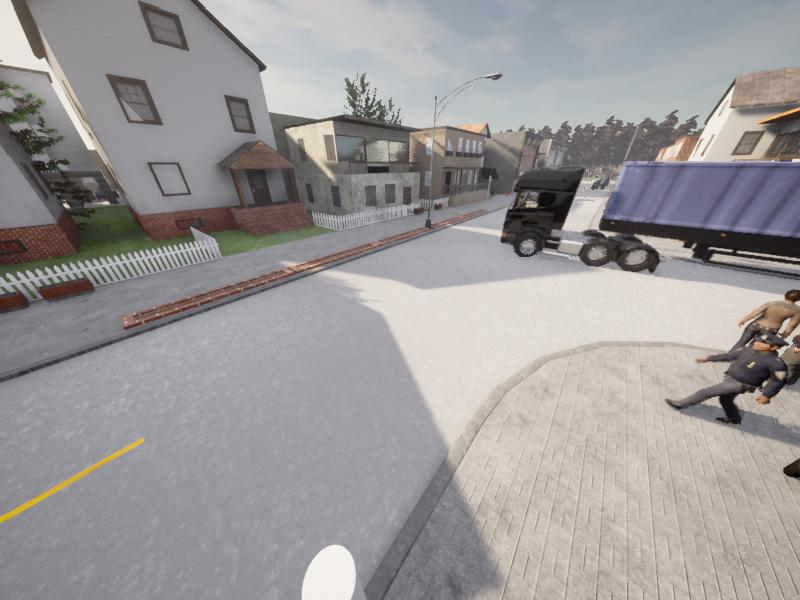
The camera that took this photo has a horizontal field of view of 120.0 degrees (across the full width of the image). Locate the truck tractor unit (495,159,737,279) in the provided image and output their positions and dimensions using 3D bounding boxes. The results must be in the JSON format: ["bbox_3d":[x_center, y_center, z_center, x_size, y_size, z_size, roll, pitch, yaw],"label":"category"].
[{"bbox_3d":[8.552,-4.103,10.880,6.516,4.208,3.053,14,33,23],"label":"truck tractor unit"}]

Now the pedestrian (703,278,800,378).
[{"bbox_3d":[7.647,0.595,4.860,0.751,1.860,0.751,-16,34,-26],"label":"pedestrian"}]

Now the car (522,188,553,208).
[{"bbox_3d":[16.653,-12.450,27.928,1.930,1.638,5.238,22,37,33],"label":"car"}]

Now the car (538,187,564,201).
[{"bbox_3d":[21.579,-15.203,32.970,1.994,1.385,4.181,23,37,34],"label":"car"}]

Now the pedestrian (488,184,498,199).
[{"bbox_3d":[12.736,-14.797,31.518,0.751,1.860,0.751,21,36,32],"label":"pedestrian"}]

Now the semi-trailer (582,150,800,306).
[{"bbox_3d":[14.989,-1.906,6.884,14.254,4.402,2.717,21,36,32],"label":"semi-trailer"}]

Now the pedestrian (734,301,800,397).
[{"bbox_3d":[7.797,0.896,4.339,0.751,1.860,0.751,3,30,6],"label":"pedestrian"}]

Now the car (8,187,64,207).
[{"bbox_3d":[-43.673,-12.532,27.911,2.242,1.667,4.611,-23,37,-34],"label":"car"}]

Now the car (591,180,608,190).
[{"bbox_3d":[41.831,-24.201,48.386,2.038,1.542,4.974,23,37,34],"label":"car"}]

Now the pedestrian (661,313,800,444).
[{"bbox_3d":[5.358,1.266,3.698,0.751,1.860,0.751,14,33,23],"label":"pedestrian"}]
